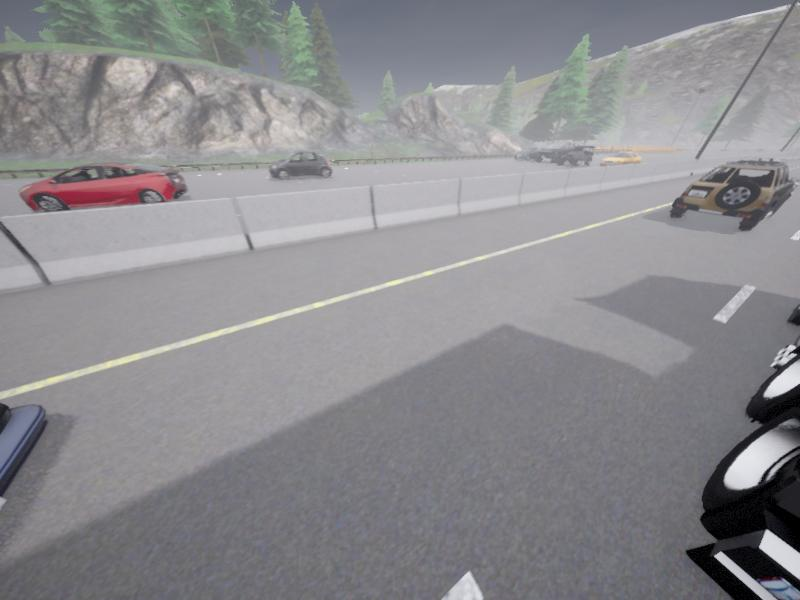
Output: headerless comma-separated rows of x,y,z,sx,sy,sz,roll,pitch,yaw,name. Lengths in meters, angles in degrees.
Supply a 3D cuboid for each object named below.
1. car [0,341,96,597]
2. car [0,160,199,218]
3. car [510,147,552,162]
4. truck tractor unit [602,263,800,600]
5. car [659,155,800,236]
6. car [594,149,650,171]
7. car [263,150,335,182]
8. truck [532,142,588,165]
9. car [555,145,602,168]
-4.916,1.817,0.130,5.357,1.411,2.033,-18,39,-24,car
-11.157,-4.431,8.940,4.514,1.525,2.007,-12,37,-17,car
17.382,-19.327,30.680,4.902,1.511,2.128,-18,39,-24,car
5.116,-0.293,0.788,6.516,4.208,3.053,-18,39,-24,truck tractor unit
11.632,-3.763,7.904,4.605,1.855,1.932,-18,39,-24,car
22.019,-13.943,22.920,5.366,1.575,1.801,-18,39,-24,car
-6.774,-9.171,15.734,3.988,1.617,1.851,-17,39,-24,car
19.551,-17.967,28.230,6.274,2.098,2.390,-18,39,-24,truck
19.079,-15.422,24.746,3.866,1.878,1.905,-18,39,-25,car
